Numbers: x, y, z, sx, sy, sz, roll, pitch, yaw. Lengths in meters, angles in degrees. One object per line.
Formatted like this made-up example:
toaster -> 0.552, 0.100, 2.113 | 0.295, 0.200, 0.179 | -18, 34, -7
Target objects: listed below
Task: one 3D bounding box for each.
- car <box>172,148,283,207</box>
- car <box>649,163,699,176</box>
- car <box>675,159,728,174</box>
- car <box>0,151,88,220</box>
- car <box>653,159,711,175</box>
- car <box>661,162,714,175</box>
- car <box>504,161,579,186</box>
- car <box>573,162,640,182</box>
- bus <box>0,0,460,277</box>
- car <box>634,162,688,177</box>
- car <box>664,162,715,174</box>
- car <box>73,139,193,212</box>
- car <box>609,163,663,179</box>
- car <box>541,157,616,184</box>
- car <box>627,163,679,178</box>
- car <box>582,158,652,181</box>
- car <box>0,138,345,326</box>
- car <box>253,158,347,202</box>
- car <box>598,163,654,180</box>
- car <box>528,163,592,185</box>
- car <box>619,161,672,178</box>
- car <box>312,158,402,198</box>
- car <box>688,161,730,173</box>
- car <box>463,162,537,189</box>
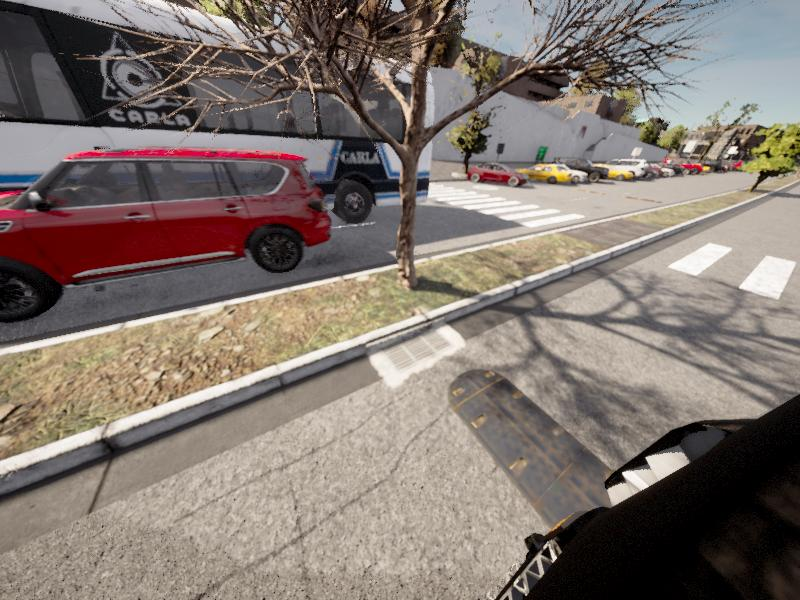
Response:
car -> -7.599, -5.562, 10.206 | 4.553, 1.767, 2.185 | 25, 39, 31
car -> 43.783, -21.069, 37.105 | 4.792, 1.488, 2.163 | 25, 40, 31
car -> 56.584, -25.326, 43.607 | 5.566, 2.045, 2.435 | 25, 40, 31
car -> -12.728, -3.941, 7.603 | 4.892, 1.521, 2.231 | 25, 39, 31
car -> 46.360, -22.110, 38.278 | 5.566, 2.045, 2.435 | 25, 40, 31
car -> 49.046, -22.648, 39.655 | 5.366, 1.575, 1.946 | 25, 40, 31
car -> 12.763, -11.667, 21.177 | 5.366, 1.575, 1.946 | 25, 39, 31
car -> 23.337, -14.646, 26.371 | 5.366, 1.575, 1.946 | 25, 39, 31
bus -> -3.907, -4.352, 6.409 | 10.273, 4.253, 3.944 | -17, 38, -27
car -> 38.622, -19.486, 34.448 | 5.008, 1.535, 2.097 | 25, 40, 31
car -> 51.320, -23.579, 41.170 | 5.366, 1.575, 1.946 | 25, 40, 31
car -> -10.264, -4.937, 8.884 | 4.442, 1.987, 1.878 | 25, 39, 31
car -> 30.909, -17.051, 30.500 | 4.674, 1.452, 2.002 | 25, 39, 31
car -> 18.087, -13.347, 23.637 | 5.566, 2.045, 2.435 | 25, 39, 31
car -> 36.047, -18.653, 33.153 | 4.674, 1.452, 2.002 | 25, 39, 31
car -> 25.748, -15.716, 27.680 | 5.566, 2.045, 2.435 | 25, 40, 31
car -> -4.125, -1.522, 4.115 | 5.566, 2.045, 2.150 | -16, 38, -27
car -> -5.074, -6.195, 11.651 | 4.674, 1.452, 2.002 | 25, 39, 31
car -> 28.308, -16.272, 29.167 | 4.792, 1.488, 2.163 | 25, 40, 31
car -> 15.478, -12.341, 22.461 | 4.674, 1.452, 2.002 | 25, 39, 31
car -> 33.458, -18.001, 31.750 | 4.553, 1.767, 2.185 | 25, 39, 31
car -> -2.480, -6.964, 12.989 | 4.792, 1.488, 2.163 | 25, 39, 31
car -> 61.769, -26.790, 46.312 | 4.553, 1.767, 2.185 | 25, 40, 31
car -> 7.794, -10.030, 18.391 | 4.792, 1.488, 2.163 | 25, 39, 31
